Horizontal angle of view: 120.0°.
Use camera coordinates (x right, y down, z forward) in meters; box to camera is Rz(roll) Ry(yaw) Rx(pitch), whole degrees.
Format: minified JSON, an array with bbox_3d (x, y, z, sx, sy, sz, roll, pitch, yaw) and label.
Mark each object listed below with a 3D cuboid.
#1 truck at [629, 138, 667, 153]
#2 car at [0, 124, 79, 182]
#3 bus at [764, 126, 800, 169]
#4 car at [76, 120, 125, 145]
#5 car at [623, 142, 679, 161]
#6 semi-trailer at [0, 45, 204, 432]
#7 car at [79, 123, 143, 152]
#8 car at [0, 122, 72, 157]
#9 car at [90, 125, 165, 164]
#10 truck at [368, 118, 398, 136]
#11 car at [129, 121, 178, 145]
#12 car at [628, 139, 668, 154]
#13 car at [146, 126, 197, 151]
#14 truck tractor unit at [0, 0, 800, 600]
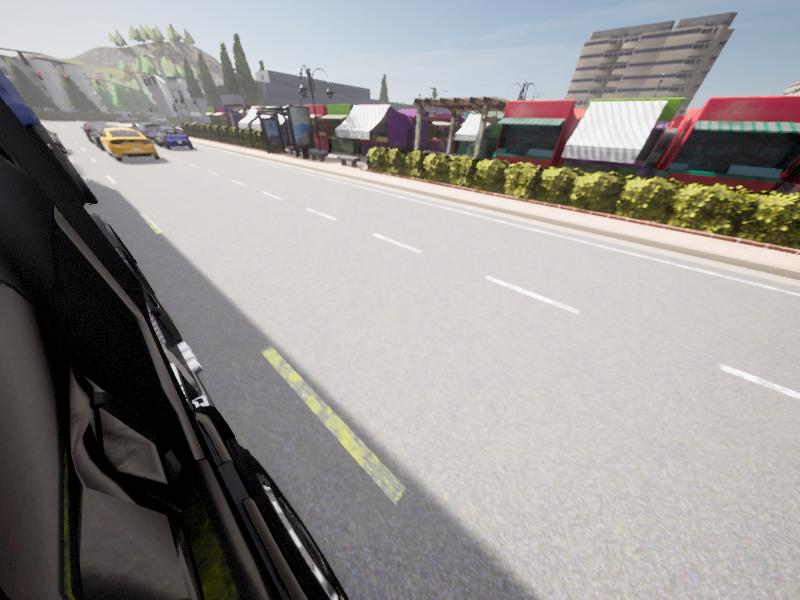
[{"bbox_3d":[47.563,-29.796,44.507,4.478,2.038,2.069,28,44,30],"label":"truck"},{"bbox_3d":[-16.039,-6.466,9.940,5.366,1.575,1.801,28,44,30],"label":"car"},{"bbox_3d":[50.933,-18.419,27.876,3.944,4.253,10.273,28,44,30],"label":"bus"},{"bbox_3d":[-26.945,-15.066,20.757,5.008,1.535,1.882,28,44,30],"label":"car"},{"bbox_3d":[33.018,-19.729,30.572,4.611,1.667,2.242,28,44,30],"label":"car"},{"bbox_3d":[-8.764,-3.579,4.131,14.254,4.402,2.717,28,45,29],"label":"semi-trailer"},{"bbox_3d":[-21.724,-12.240,17.366,4.792,1.488,2.163,28,44,30],"label":"car"},{"bbox_3d":[-22.733,-10.024,14.342,4.792,1.488,2.163,28,44,30],"label":"car"},{"bbox_3d":[-16.579,-9.516,14.010,5.008,1.535,1.882,28,44,30],"label":"car"},{"bbox_3d":[-4.590,-47.866,64.080,2.891,3.827,8.468,29,44,31],"label":"truck"},{"bbox_3d":[-24.079,-16.308,22.524,4.856,1.649,2.033,28,44,30],"label":"car"},{"bbox_3d":[45.744,-28.424,42.716,4.605,1.855,1.932,28,44,30],"label":"car"},{"bbox_3d":[-19.098,-13.563,19.306,4.193,1.474,1.816,28,44,30],"label":"car"},{"bbox_3d":[-2.645,-0.295,0.351,6.516,4.208,3.053,28,44,30],"label":"truck tractor unit"}]
